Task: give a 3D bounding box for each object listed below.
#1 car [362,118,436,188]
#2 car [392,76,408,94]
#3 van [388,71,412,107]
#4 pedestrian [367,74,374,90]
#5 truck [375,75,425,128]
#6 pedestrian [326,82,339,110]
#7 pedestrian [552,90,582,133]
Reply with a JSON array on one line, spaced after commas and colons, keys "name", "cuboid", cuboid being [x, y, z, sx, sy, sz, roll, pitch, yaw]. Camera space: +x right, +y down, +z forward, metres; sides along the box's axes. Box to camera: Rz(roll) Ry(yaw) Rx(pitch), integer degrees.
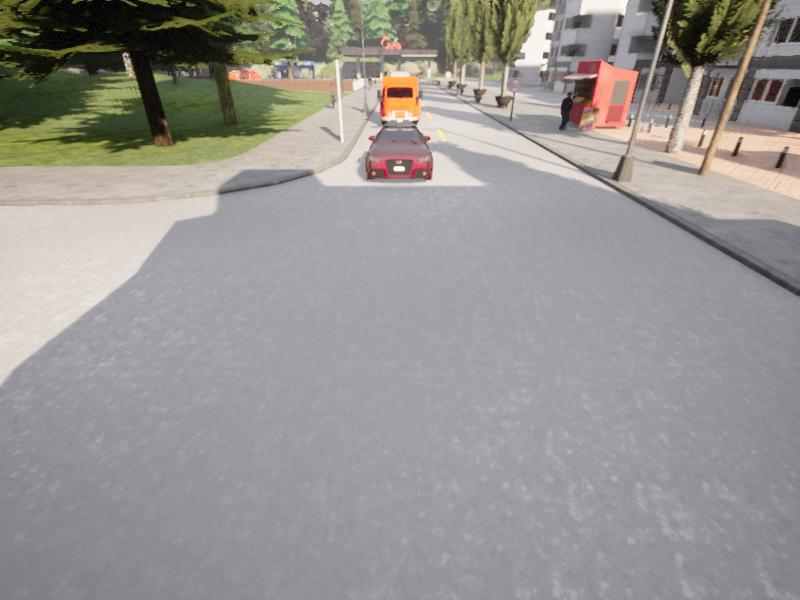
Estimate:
[{"name": "car", "cuboid": [-0.007, -4.900, 12.980, 1.994, 1.385, 4.181, 0, 30, 0]}, {"name": "car", "cuboid": [0.026, -26.684, 49.618, 1.905, 1.878, 3.866, 0, 30, 0]}, {"name": "van", "cuboid": [0.007, -18.877, 35.662, 1.988, 2.561, 5.915, 0, 30, 0]}, {"name": "pedestrian", "cuboid": [-4.014, -29.639, 54.433, 0.751, 1.860, 0.751, 8, 31, 14]}, {"name": "truck", "cuboid": [0.006, -11.951, 23.916, 2.627, 2.467, 5.204, 0, 30, 0]}, {"name": "pedestrian", "cuboid": [-5.040, -15.255, 29.900, 0.751, 1.860, 0.751, 0, 30, -1]}, {"name": "pedestrian", "cuboid": [8.253, -9.358, 19.848, 0.751, 1.860, 0.751, -3, 31, -5]}]
